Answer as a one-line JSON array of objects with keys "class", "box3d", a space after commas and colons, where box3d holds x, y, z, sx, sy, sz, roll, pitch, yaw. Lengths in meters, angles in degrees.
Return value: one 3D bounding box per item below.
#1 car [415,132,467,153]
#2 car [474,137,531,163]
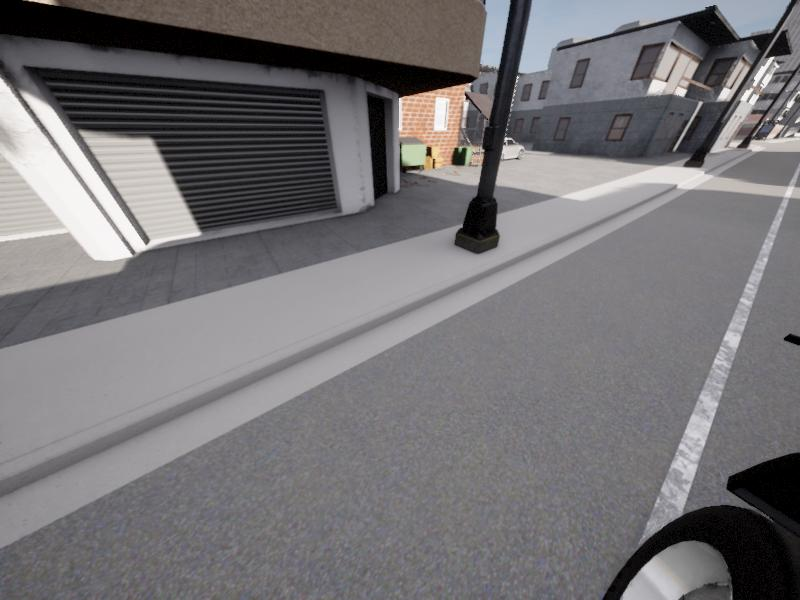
[{"class": "car", "box3d": [4.226, -16.213, 23.720, 5.027, 1.636, 2.152, -22, 41, -27]}, {"class": "car", "box3d": [7.987, -11.739, 18.002, 3.806, 1.475, 1.970, -23, 41, -27]}]
